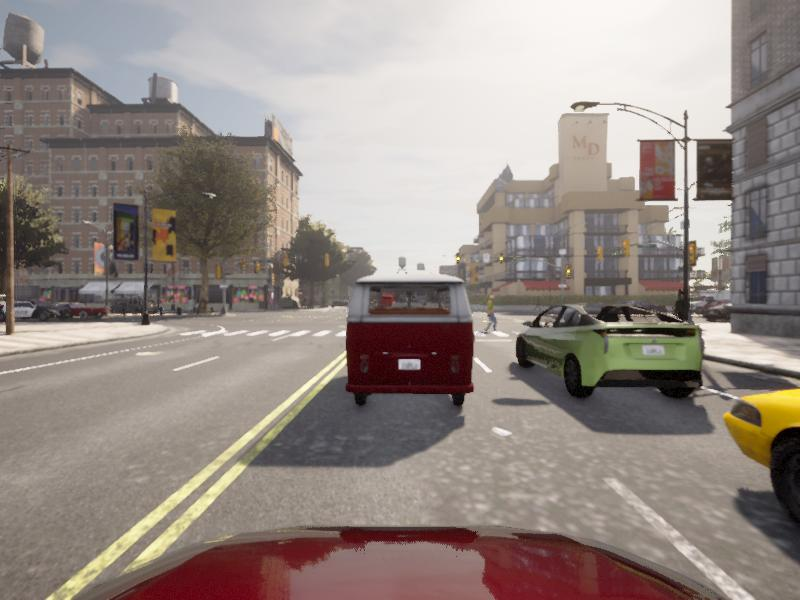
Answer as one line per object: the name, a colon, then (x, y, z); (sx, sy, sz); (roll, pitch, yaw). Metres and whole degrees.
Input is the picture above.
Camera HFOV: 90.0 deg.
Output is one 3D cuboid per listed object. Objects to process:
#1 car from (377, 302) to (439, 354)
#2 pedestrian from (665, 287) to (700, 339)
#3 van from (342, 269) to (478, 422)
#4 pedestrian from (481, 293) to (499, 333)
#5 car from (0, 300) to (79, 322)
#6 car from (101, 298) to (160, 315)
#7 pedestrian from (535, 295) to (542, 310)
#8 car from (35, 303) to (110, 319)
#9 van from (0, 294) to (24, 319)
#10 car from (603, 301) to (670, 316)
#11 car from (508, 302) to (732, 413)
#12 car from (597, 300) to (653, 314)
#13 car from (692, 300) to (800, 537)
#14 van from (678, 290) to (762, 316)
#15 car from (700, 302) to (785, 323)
car: (0.221, 0.821, 13.785); (1.816, 1.474, 4.193); (0, 0, -1)
pedestrian: (10.374, 0.448, 14.721); (0.751, 1.860, 0.751); (0, 0, -13)
van: (0.175, 0.581, 7.437); (1.775, 1.987, 4.442); (0, 0, 1)
pedestrian: (4.261, 0.591, 18.971); (0.751, 1.860, 0.751); (0, 0, 4)
car: (-26.925, 0.758, 29.496); (4.974, 1.542, 2.038); (0, 0, 2)
car: (-27.593, 0.660, 41.032); (4.611, 1.667, 2.242); (0, 0, 1)
pedestrian: (17.451, 0.362, 50.450); (0.751, 1.860, 0.751); (0, 0, 5)
car: (-26.911, 0.867, 32.998); (4.718, 1.301, 1.895); (0, 0, 2)
van: (-34.266, 0.523, 33.204); (4.442, 1.987, 1.775); (0, 0, 2)
car: (23.321, 0.797, 39.593); (5.357, 1.411, 2.033); (0, 0, 1)
car: (3.685, 0.809, 7.867); (2.007, 1.525, 4.514); (0, 0, 1)
car: (24.153, 0.745, 43.074); (4.792, 1.488, 2.163); (0, 0, 2)
car: (3.530, 0.798, 0.992); (1.801, 1.575, 5.366); (0, 0, 1)
van: (31.370, 0.280, 39.372); (6.366, 2.431, 2.351); (0, 0, 2)
car: (23.929, 0.837, 28.075); (4.181, 1.385, 1.994); (0, 0, 2)
